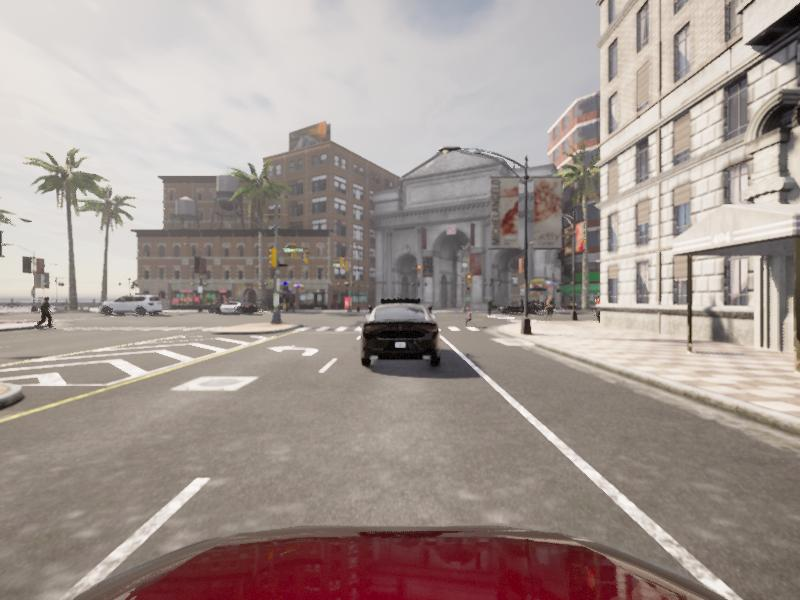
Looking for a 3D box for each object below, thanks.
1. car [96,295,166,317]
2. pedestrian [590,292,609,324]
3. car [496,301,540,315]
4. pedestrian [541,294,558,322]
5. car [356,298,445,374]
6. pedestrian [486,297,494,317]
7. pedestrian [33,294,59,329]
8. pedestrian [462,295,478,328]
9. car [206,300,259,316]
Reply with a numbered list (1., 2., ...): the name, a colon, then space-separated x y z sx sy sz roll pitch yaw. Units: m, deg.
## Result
1. car: -26.595 0.556 39.664 5.566 2.045 2.150 0 0 1
2. pedestrian: 11.668 0.477 23.422 0.751 1.860 0.751 0 0 -1
3. car: 12.534 0.839 42.787 4.193 1.474 1.816 0 0 1
4. pedestrian: 10.162 0.524 27.169 0.751 1.860 0.751 0 0 -25
5. car: 0.012 0.767 11.220 1.930 1.638 5.238 0 0 0
6. pedestrian: 8.471 0.623 37.682 0.751 1.860 0.751 0 0 12
7. pedestrian: -19.093 0.629 21.574 0.751 1.860 0.751 0 0 -8
8. pedestrian: 3.907 0.629 22.475 0.751 1.860 0.751 0 0 0
9. car: -17.756 0.810 42.357 4.974 1.542 2.038 0 1 16
